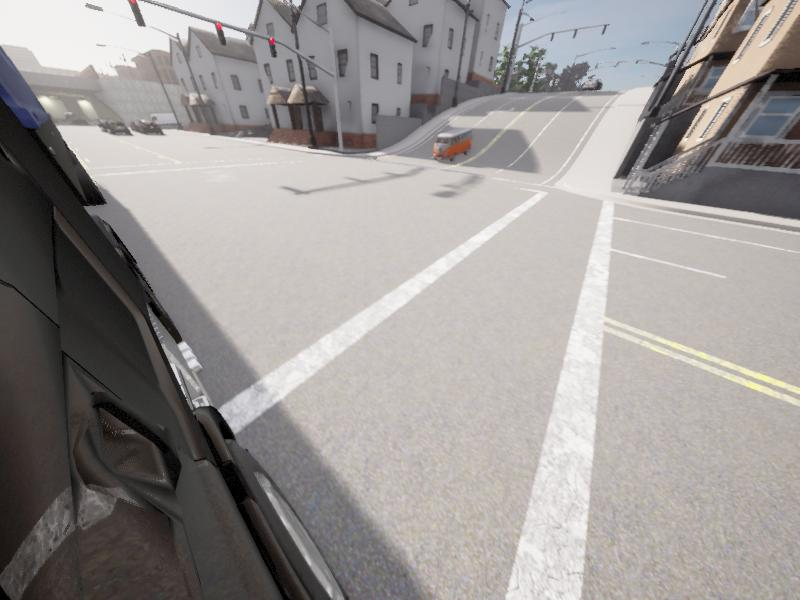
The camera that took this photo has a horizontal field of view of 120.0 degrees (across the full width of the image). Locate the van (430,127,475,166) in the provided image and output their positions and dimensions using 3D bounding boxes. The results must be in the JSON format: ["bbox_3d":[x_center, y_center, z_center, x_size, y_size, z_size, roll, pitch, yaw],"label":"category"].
[{"bbox_3d":[4.586,-13.480,20.099,1.775,1.987,4.442,27,52,29],"label":"van"}]

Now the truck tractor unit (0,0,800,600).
[{"bbox_3d":[-2.645,-0.295,0.351,6.516,4.208,3.053,28,44,30],"label":"truck tractor unit"}]

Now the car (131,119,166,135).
[{"bbox_3d":[-36.615,-25.175,33.648,4.611,1.667,2.242,28,43,30],"label":"car"}]

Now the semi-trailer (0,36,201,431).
[{"bbox_3d":[-8.663,-3.624,4.268,14.254,4.402,2.717,29,44,30],"label":"semi-trailer"}]

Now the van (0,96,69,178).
[{"bbox_3d":[-17.508,-7.375,10.293,5.915,2.561,1.988,28,43,29],"label":"van"}]

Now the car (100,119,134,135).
[{"bbox_3d":[-37.620,-22.934,30.697,4.514,1.525,2.007,28,43,30],"label":"car"}]

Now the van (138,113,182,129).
[{"bbox_3d":[-51.908,-38.891,50.147,1.988,2.561,5.915,29,47,30],"label":"van"}]
